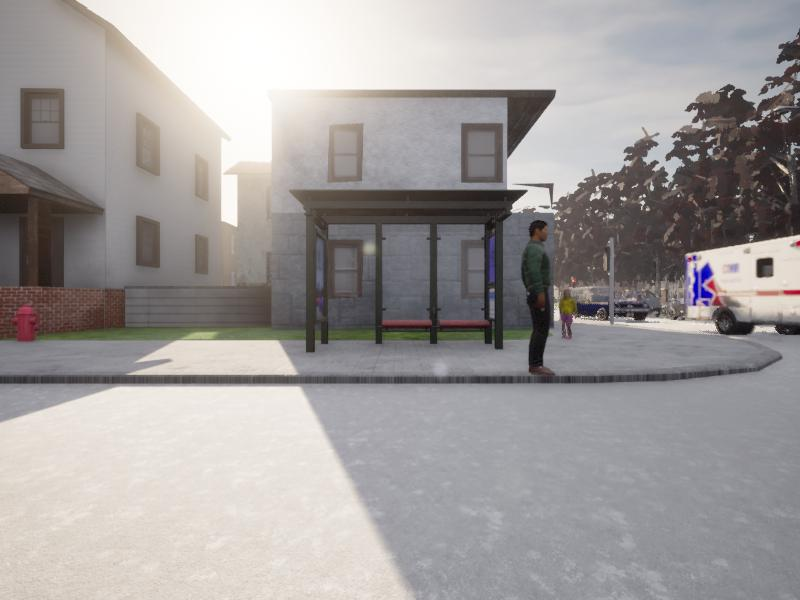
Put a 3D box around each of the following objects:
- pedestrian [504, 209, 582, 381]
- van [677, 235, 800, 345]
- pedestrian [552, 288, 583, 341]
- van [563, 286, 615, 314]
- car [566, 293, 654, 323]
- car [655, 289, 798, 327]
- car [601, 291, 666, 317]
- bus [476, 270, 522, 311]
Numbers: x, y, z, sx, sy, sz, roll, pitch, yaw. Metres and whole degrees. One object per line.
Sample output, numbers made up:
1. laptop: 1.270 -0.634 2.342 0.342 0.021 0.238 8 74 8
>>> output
1. pedestrian: 1.661 -0.054 4.766 0.751 1.860 0.751 0 0 9
2. van: 9.996 -0.222 9.634 2.351 2.431 6.366 0 0 2
3. pedestrian: 3.624 0.305 8.647 0.500 1.100 0.500 0 0 41
4. van: 14.274 -0.002 30.573 1.775 1.987 4.442 0 0 -2
5. car: 10.121 0.344 19.757 1.895 1.301 4.718 0 0 1
6. car: 13.945 0.295 17.673 2.033 1.411 5.357 0 0 2
7. car: 14.194 0.227 24.567 1.845 1.501 3.633 0 0 -1
8. bus: 11.350 -1.147 47.079 3.944 4.253 10.273 -1 1 7
